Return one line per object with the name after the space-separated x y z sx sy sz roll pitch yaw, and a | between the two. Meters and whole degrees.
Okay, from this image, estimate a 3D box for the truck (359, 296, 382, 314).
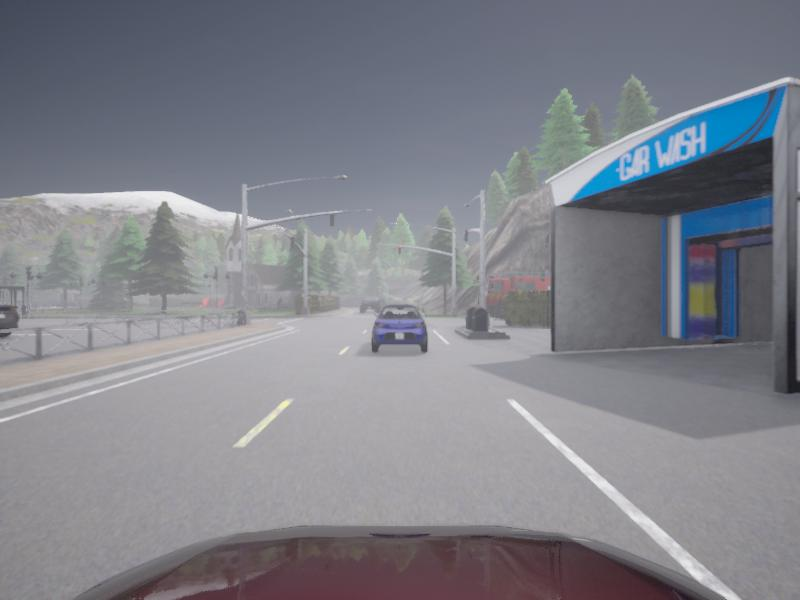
-3.550 0.529 49.466 2.390 2.098 6.274 0 0 -1 | truck

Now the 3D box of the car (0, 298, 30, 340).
-16.515 0.679 14.409 4.514 1.523 2.007 0 0 -1 | car

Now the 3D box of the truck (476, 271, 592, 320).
10.707 -0.330 32.554 8.468 3.827 2.891 0 0 -1 | truck

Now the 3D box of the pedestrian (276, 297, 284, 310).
-16.271 0.470 54.423 0.751 1.860 0.751 0 0 25 | pedestrian

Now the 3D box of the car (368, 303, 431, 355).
-0.007 0.851 13.631 1.816 1.474 4.193 0 0 0 | car
